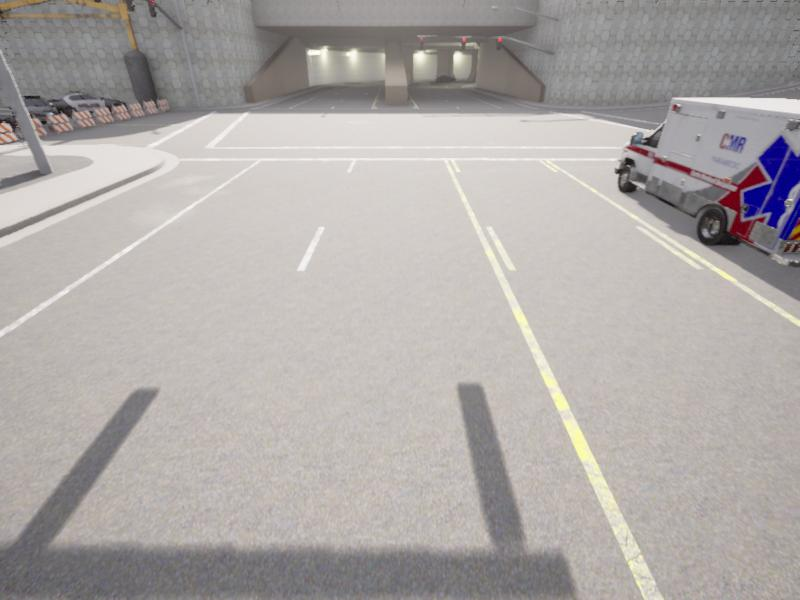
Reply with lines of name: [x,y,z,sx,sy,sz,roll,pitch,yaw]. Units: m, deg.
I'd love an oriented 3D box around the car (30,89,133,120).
car: [-21.867,-13.637,27.762,2.038,1.542,4.974,15,34,24]

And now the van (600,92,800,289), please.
van: [7.064,-2.837,8.446,2.351,2.431,6.366,0,30,0]

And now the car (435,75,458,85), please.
car: [9.383,-44.809,81.298,2.152,1.651,5.027,22,37,33]

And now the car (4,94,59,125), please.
car: [-21.120,-11.084,23.084,1.853,1.218,4.536,-20,36,-31]

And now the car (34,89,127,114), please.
car: [-21.892,-13.750,27.643,1.853,1.218,4.536,15,34,24]

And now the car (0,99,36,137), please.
car: [-21.087,-8.601,19.149,2.038,1.542,4.974,26,39,37]

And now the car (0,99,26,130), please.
car: [-21.123,-8.718,19.037,1.853,1.218,4.536,26,39,37]

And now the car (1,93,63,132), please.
car: [-21.089,-10.927,23.127,2.038,1.542,4.974,-20,36,-31]
